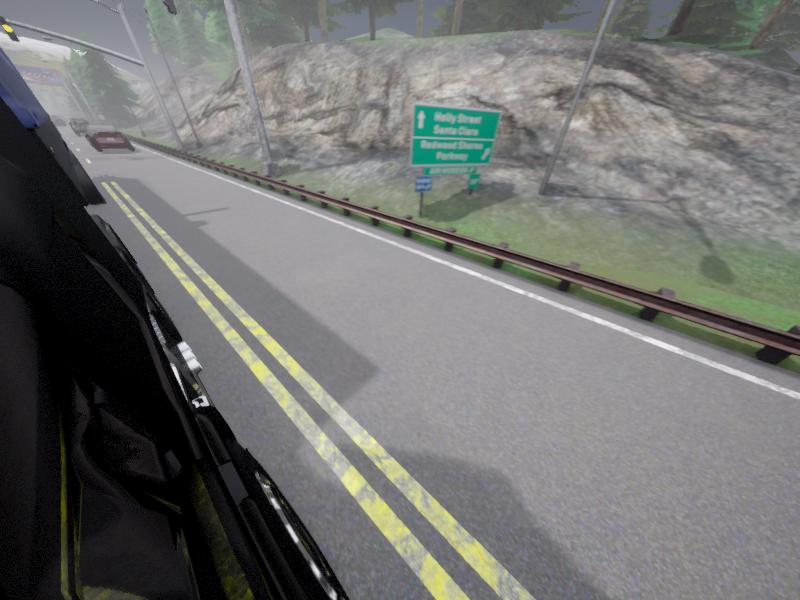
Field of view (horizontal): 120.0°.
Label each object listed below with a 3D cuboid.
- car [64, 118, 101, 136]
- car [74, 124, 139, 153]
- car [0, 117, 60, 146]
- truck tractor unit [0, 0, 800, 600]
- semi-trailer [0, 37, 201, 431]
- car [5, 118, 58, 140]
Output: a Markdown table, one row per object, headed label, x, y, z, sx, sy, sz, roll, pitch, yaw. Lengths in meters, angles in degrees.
| label | x | y | z | sx | sy | sz | roll | pitch | yaw |
| --- | --- | --- | --- | --- | --- | --- | --- | --- | --- |
| car | -37.766 | -20.559 | 27.461 | 3.988 | 1.617 | 1.851 | 28 | 44 | 30 |
| car | -21.878 | -12.084 | 17.218 | 4.792 | 1.488 | 2.163 | 28 | 44 | 30 |
| car | -29.975 | -13.704 | 18.762 | 4.856 | 1.649 | 2.033 | 28 | 44 | 30 |
| truck tractor unit | -2.645 | -0.295 | 0.352 | 6.516 | 4.208 | 3.053 | 28 | 44 | 30 |
| semi-trailer | -8.670 | -3.619 | 4.262 | 14.254 | 4.402 | 2.717 | 28 | 44 | 30 |
| car | -35.203 | -16.427 | 22.177 | 4.902 | 1.511 | 2.128 | 28 | 44 | 30 |
